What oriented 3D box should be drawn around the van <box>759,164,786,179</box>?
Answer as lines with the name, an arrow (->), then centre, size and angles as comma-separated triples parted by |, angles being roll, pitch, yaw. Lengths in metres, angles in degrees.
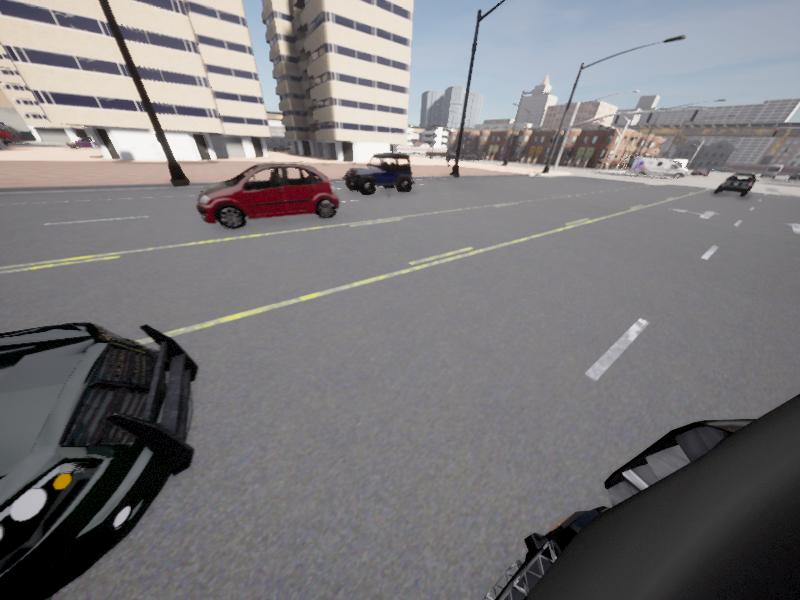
van -> 81.487, -28.129, 50.554 | 5.915, 2.561, 1.988 | -19, 40, -30

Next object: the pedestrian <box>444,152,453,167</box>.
pedestrian -> 7.029, -20.434, 33.569 | 0.751, 1.860, 0.751 | -8, 35, -16

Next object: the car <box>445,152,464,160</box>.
car -> 14.865, -39.491, 63.356 | 2.128, 1.511, 4.902 | -19, 39, -29

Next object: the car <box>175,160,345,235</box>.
car -> -4.087, -3.425, 7.356 | 3.988, 1.617, 1.851 | -19, 39, -29

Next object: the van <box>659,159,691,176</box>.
van -> 51.768, -25.041, 43.537 | 5.915, 2.561, 1.988 | -19, 40, -29

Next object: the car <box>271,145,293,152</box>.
car -> -34.177, -44.047, 67.071 | 5.238, 1.638, 1.930 | -21, 40, -30

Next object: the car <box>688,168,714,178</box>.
car -> 54.996, -23.313, 42.253 | 4.181, 1.385, 1.994 | -19, 39, -29

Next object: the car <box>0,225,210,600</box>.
car -> -3.787, 1.178, 0.502 | 4.974, 1.542, 2.038 | -19, 39, -29

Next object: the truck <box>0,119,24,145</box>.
truck -> -75.602, -29.879, 40.681 | 8.468, 3.827, 2.891 | -19, 39, -31

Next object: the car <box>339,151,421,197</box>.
car -> -1.036, -6.908, 12.595 | 3.866, 1.878, 1.905 | -19, 39, -29

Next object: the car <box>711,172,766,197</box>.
car -> 29.181, -10.016, 19.932 | 3.988, 1.617, 1.851 | -19, 39, -29

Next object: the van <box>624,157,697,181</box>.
van -> 37.221, -19.021, 33.412 | 6.366, 2.431, 2.351 | 27, 41, 32

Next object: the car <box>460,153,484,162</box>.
car -> 17.184, -34.151, 55.367 | 1.930, 1.638, 5.238 | -19, 39, -29
